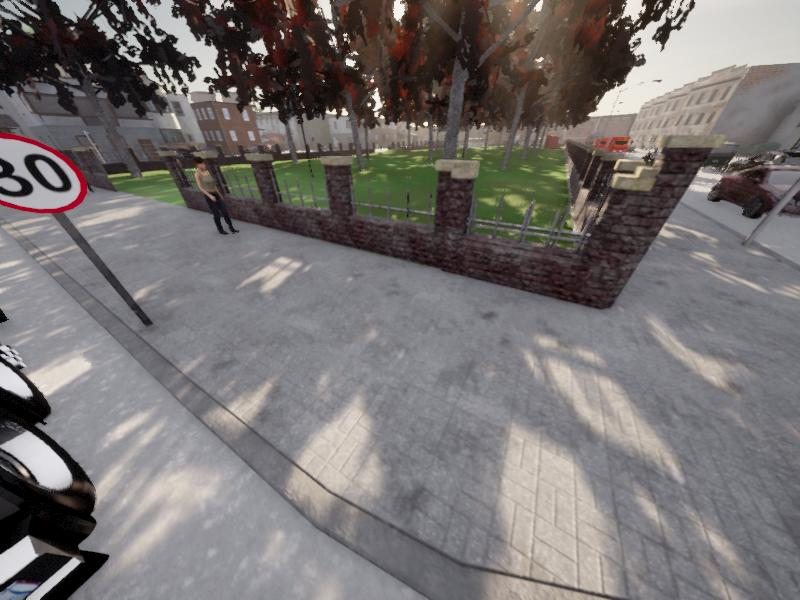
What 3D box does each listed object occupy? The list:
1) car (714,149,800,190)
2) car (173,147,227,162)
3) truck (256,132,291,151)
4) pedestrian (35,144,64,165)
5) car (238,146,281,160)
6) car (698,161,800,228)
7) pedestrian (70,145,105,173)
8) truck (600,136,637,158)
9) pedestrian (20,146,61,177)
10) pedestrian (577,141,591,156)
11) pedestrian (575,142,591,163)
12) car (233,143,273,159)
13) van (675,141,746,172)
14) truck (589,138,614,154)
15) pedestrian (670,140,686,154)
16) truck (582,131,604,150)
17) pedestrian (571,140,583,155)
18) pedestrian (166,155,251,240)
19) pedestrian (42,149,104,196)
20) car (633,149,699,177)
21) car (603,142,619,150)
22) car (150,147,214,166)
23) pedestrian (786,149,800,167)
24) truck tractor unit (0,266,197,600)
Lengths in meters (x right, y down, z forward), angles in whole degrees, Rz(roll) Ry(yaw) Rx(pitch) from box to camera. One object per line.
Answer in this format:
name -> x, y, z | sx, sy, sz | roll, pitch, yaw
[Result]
car -> 21.812, -7.837, 13.647 | 2.033, 1.649, 4.856 | 18, 39, 24
car -> -27.228, -20.024, 31.659 | 2.128, 1.511, 4.902 | 18, 39, 24
truck -> -33.329, -41.827, 60.994 | 8.468, 3.827, 2.891 | 17, 38, 23
pedestrian -> -37.585, -15.583, 24.822 | 0.751, 1.860, 0.751 | -21, 40, -27
car -> -20.561, -21.795, 34.146 | 2.128, 1.511, 4.902 | 16, 38, 22
car -> 13.371, -3.910, 8.237 | 1.812, 1.442, 4.674 | 18, 39, 25
pedestrian -> -25.592, -11.558, 18.958 | 0.751, 1.860, 0.751 | 15, 38, 21
truck -> 31.294, -22.109, 33.338 | 2.627, 2.467, 5.204 | 19, 39, 25
pedestrian -> -26.547, -10.253, 17.093 | 0.751, 1.860, 0.751 | 16, 38, 22
pedestrian -> 27.365, -22.587, 34.352 | 0.751, 1.860, 0.751 | 6, 35, 9
pedestrian -> 19.384, -15.666, 24.480 | 0.751, 1.860, 0.751 | 20, 40, 27
car -> -23.246, -23.787, 36.694 | 1.932, 1.855, 4.605 | 20, 41, 27
van -> 26.229, -12.366, 19.800 | 1.775, 1.987, 4.442 | 18, 39, 24
truck -> 40.327, -31.024, 46.433 | 2.627, 2.467, 5.204 | 18, 39, 24
pedestrian -> 43.342, -23.850, 36.032 | 0.751, 1.860, 0.751 | 18, 39, 24
truck -> 51.301, -42.531, 61.658 | 2.891, 3.827, 8.468 | 18, 39, 24
pedestrian -> 27.392, -23.571, 35.764 | 0.751, 1.860, 0.751 | 24, 42, 30
pedestrian -> -4.780, -2.611, 5.936 | 0.751, 1.860, 0.751 | 8, 36, 12
pedestrian -> -15.367, -6.022, 10.922 | 0.751, 1.860, 0.751 | 13, 37, 18
car -> 20.108, -10.662, 17.795 | 1.882, 1.535, 5.008 | 18, 39, 25
car -> 52.903, -38.639, 57.985 | 2.033, 1.649, 4.856 | 18, 39, 24
car -> -25.426, -16.985, 27.178 | 2.033, 1.649, 4.856 | 16, 38, 23
pedestrian -> 35.422, -12.683, 20.148 | 0.751, 1.860, 0.751 | 7, 36, 11
truck tractor unit -> -5.111, -0.301, 0.771 | 6.516, 4.208, 3.053 | 18, 39, 24
